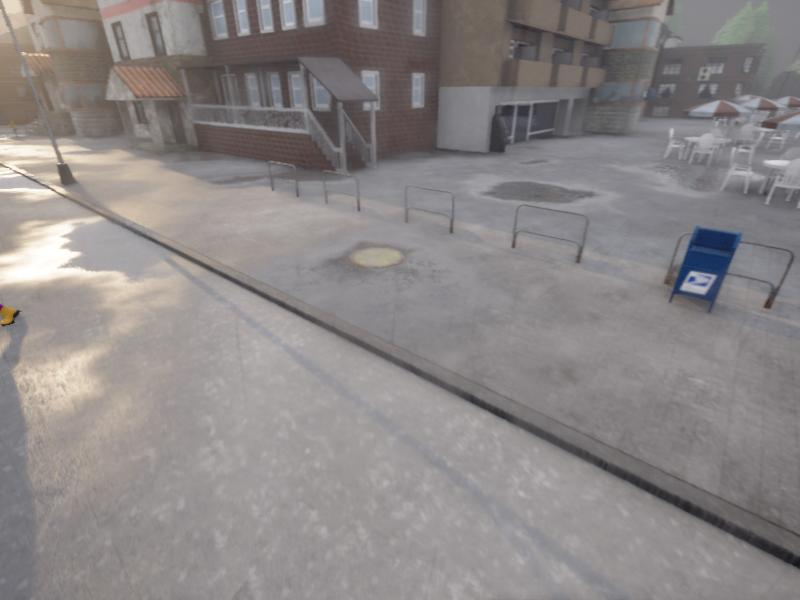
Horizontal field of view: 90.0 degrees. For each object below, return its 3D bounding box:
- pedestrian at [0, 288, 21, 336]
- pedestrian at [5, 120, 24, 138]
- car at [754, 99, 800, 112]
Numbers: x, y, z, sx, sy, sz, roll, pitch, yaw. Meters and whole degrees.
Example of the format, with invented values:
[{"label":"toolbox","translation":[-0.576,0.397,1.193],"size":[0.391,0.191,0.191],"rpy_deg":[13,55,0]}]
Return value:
[{"label":"pedestrian","translation":[-5.866,-0.374,5.110],"size":[0.751,1.860,0.751],"rpy_deg":[16,32,29]},{"label":"pedestrian","translation":[-26.957,-11.990,28.002],"size":[0.500,1.100,0.500],"rpy_deg":[16,32,27]},{"label":"car","translation":[56.530,-29.184,59.937],"size":[4.856,1.649,2.033],"rpy_deg":[21,34,35]}]
